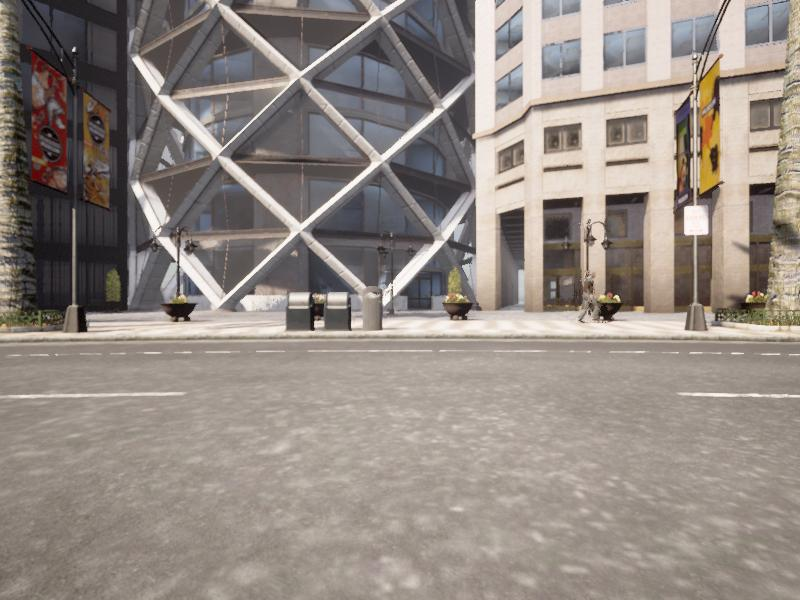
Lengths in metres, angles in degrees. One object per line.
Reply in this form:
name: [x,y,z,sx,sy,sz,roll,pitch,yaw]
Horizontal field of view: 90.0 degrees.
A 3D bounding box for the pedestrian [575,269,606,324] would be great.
pedestrian: [6.584,-0.123,13.865,0.751,1.860,0.751,0,0,5]
